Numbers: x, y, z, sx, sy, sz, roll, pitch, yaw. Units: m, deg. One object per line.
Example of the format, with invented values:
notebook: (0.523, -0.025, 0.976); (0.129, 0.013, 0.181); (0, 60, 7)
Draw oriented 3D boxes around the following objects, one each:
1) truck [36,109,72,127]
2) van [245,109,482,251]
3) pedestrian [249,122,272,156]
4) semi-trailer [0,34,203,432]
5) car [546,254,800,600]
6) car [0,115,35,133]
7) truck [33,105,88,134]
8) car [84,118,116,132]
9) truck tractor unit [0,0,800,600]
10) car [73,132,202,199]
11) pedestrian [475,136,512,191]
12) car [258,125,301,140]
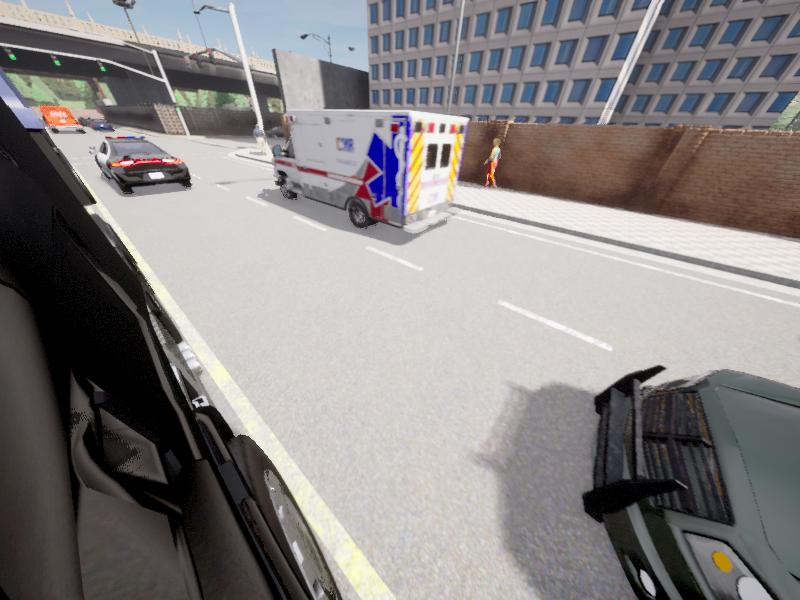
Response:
truck: (-56.700, -29.846, 37.827); (6.274, 2.098, 2.390); (28, 43, 29)
van: (-1.406, -3.888, 6.735); (6.366, 2.431, 2.351); (28, 43, 29)
pedestrian: (-9.670, -11.161, 16.045); (0.751, 1.860, 0.751); (-21, 43, -28)
semi-trailer: (-8.760, -3.573, 4.151); (14.254, 4.402, 2.717); (28, 43, 29)
car: (3.457, 1.716, 0.338); (4.974, 1.542, 2.038); (27, 43, 29)
car: (-42.991, -19.714, 25.806); (4.674, 1.442, 1.812); (27, 43, 29)
truck: (-40.594, -21.607, 27.641); (5.204, 2.467, 2.627); (28, 43, 29)
car: (-42.890, -25.058, 33.002); (4.181, 1.385, 1.994); (28, 43, 29)
truck tractor unit: (-2.645, -0.295, 0.351); (6.516, 4.208, 3.053); (28, 44, 30)
car: (-9.952, -5.265, 8.728); (4.974, 1.542, 2.038); (27, 43, 29)
pedestrian: (3.859, -5.653, 9.629); (0.751, 1.860, 0.751); (31, 45, 32)
car: (-17.031, -23.740, 32.823); (1.837, 1.490, 4.892); (28, 43, 29)
